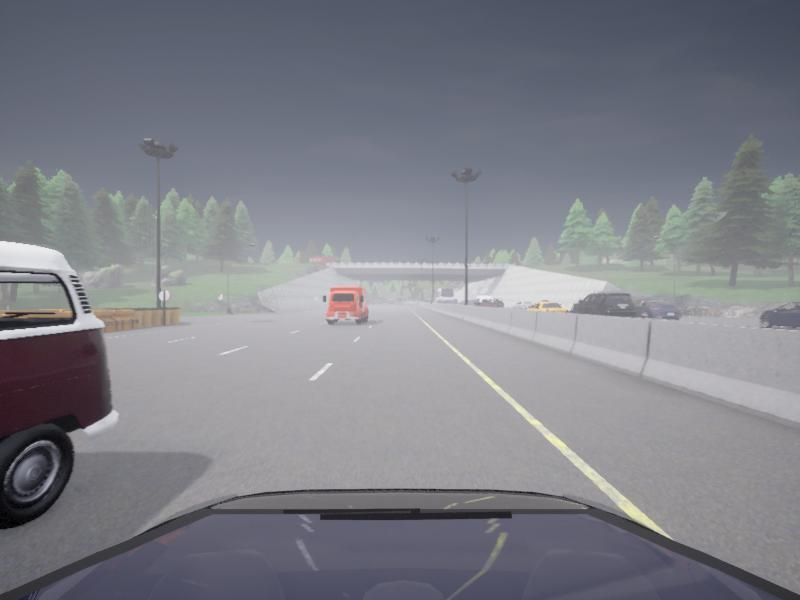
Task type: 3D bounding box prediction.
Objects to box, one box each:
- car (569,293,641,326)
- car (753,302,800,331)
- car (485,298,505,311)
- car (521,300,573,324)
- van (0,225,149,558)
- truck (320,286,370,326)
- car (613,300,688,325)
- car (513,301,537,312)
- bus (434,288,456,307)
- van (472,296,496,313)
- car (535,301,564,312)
[{"bbox_3d":[14.003,0.578,27.782,2.150,2.045,5.566,0,0,0],"label":"car"},{"bbox_3d":[21.002,0.833,20.951,1.845,1.501,3.633,0,0,0],"label":"car"},{"bbox_3d":[14.009,0.676,59.168,1.932,1.855,4.605,0,0,0],"label":"car"},{"bbox_3d":[10.503,0.812,29.109,1.801,1.575,5.366,0,0,0],"label":"car"},{"bbox_3d":[-3.492,0.567,1.631,2.069,2.038,4.480,0,1,1],"label":"van"},{"bbox_3d":[-3.498,0.366,26.770,2.627,2.467,5.204,0,0,0],"label":"truck"},{"bbox_3d":[17.502,0.791,28.351,2.152,1.651,5.027,0,0,0],"label":"car"},{"bbox_3d":[17.506,0.890,56.182,1.812,1.442,4.674,0,0,0],"label":"car"},{"bbox_3d":[10.387,-0.505,93.793,3.944,4.253,10.273,0,0,0],"label":"bus"},{"bbox_3d":[10.507,0.590,50.373,2.069,2.038,4.480,0,0,0],"label":"van"},{"bbox_3d":[21.007,0.915,56.537,2.033,1.411,5.357,0,0,0],"label":"car"}]
